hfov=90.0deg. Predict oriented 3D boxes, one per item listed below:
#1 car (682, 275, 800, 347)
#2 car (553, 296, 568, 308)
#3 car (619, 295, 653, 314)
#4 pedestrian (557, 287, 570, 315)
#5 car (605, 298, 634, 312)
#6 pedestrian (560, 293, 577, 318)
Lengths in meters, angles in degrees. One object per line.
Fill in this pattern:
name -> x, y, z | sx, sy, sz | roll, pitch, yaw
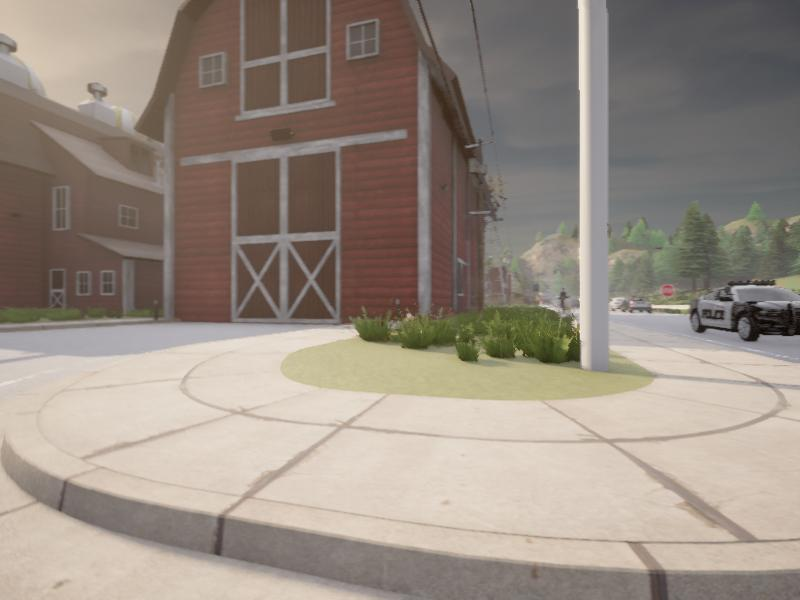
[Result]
car -> 10.240, 0.256, 11.537 | 1.930, 1.638, 5.238 | 0, 0, 17
car -> 29.075, 0.365, 72.571 | 2.150, 2.045, 5.566 | 0, 0, 17
car -> 21.764, 0.398, 37.000 | 1.851, 1.617, 3.988 | 0, 0, 17
pedestrian -> 10.910, 0.051, 26.728 | 0.751, 1.860, 0.751 | 0, 0, 20
car -> 23.741, 0.513, 43.416 | 1.812, 1.442, 4.674 | 0, 0, 17
pedestrian -> 8.863, 0.303, 21.090 | 0.751, 1.300, 0.751 | 0, 0, 16
